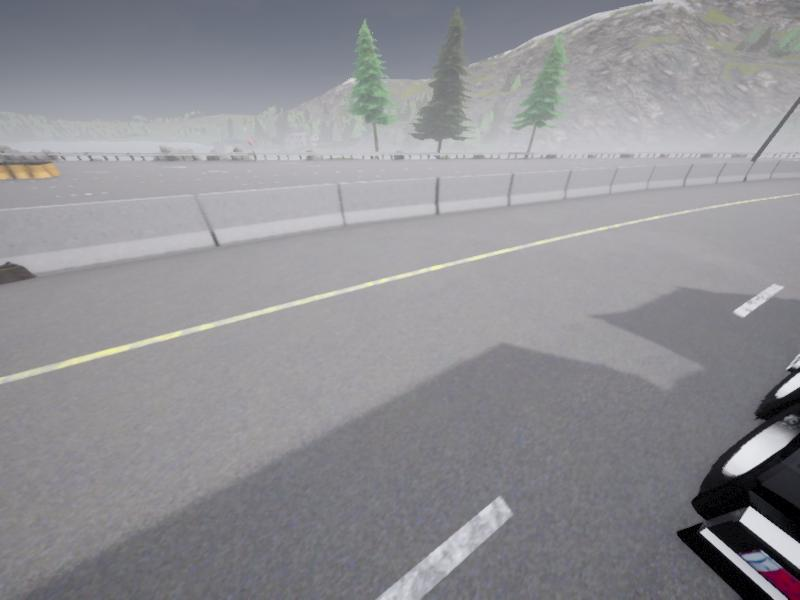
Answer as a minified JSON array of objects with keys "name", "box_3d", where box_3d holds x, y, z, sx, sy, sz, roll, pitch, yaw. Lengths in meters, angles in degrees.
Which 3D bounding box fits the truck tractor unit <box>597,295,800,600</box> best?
[{"name":"truck tractor unit","box_3d":[5.166,-0.241,0.706,6.516,4.208,3.053,-16,38,-22]}]
